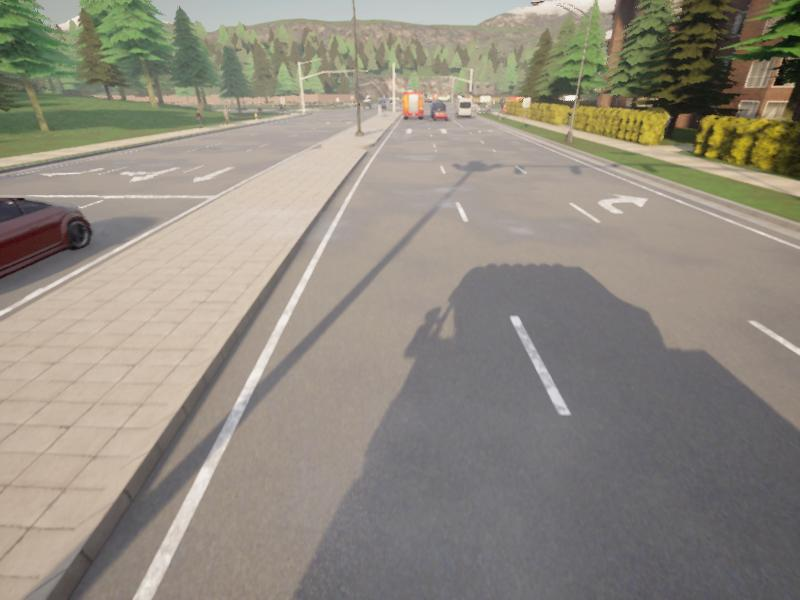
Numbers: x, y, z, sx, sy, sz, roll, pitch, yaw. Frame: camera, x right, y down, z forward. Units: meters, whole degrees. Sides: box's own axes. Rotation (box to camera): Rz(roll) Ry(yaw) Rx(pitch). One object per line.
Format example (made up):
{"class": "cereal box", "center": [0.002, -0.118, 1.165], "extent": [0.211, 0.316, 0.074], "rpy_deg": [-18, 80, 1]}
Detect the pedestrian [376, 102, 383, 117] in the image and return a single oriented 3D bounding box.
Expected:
{"class": "pedestrian", "center": [-3.024, -27.625, 58.025], "extent": [0.751, 1.860, 0.751], "rpy_deg": [-12, 29, -21]}

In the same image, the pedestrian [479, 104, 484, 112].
{"class": "pedestrian", "center": [15.402, -36.262, 75.619], "extent": [0.751, 1.300, 0.751], "rpy_deg": [2, 27, 4]}

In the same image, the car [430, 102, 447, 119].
{"class": "car", "center": [5.493, -27.348, 57.591], "extent": [2.150, 2.045, 5.566], "rpy_deg": [1, 27, 2]}

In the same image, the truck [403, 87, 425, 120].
{"class": "truck", "center": [1.966, -27.842, 56.632], "extent": [2.891, 3.827, 8.468], "rpy_deg": [1, 27, 2]}

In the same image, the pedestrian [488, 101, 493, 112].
{"class": "pedestrian", "center": [17.062, -36.627, 75.705], "extent": [0.751, 1.860, 0.751], "rpy_deg": [7, 28, 13]}

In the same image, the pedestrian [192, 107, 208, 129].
{"class": "pedestrian", "center": [-19.025, -17.288, 38.020], "extent": [0.751, 1.860, 0.751], "rpy_deg": [2, 27, 4]}

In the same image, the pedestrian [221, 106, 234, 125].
{"class": "pedestrian", "center": [-18.479, -19.768, 42.844], "extent": [0.751, 1.860, 0.751], "rpy_deg": [1, 27, 3]}

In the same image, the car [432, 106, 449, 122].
{"class": "car", "center": [5.178, -23.896, 51.353], "extent": [1.851, 1.617, 3.988], "rpy_deg": [1, 27, 2]}

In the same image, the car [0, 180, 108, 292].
{"class": "car", "center": [-7.978, -1.110, 7.371], "extent": [1.994, 1.385, 4.181], "rpy_deg": [0, 27, 0]}

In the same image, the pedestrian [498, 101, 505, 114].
{"class": "pedestrian", "center": [15.921, -30.166, 62.798], "extent": [0.751, 1.860, 0.751], "rpy_deg": [1, 27, 3]}

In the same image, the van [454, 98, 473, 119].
{"class": "van", "center": [8.974, -27.275, 56.876], "extent": [1.988, 2.561, 5.915], "rpy_deg": [1, 27, 2]}

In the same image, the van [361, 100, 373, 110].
{"class": "van", "center": [-7.547, -44.610, 91.333], "extent": [2.069, 2.038, 4.480], "rpy_deg": [1, 27, 3]}

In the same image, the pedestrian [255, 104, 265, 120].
{"class": "pedestrian", "center": [-18.242, -24.603, 52.256], "extent": [0.751, 1.860, 0.751], "rpy_deg": [1, 27, 3]}

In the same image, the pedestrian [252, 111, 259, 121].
{"class": "pedestrian", "center": [-17.637, -22.489, 48.966], "extent": [0.500, 1.100, 0.500], "rpy_deg": [0, 27, 1]}
